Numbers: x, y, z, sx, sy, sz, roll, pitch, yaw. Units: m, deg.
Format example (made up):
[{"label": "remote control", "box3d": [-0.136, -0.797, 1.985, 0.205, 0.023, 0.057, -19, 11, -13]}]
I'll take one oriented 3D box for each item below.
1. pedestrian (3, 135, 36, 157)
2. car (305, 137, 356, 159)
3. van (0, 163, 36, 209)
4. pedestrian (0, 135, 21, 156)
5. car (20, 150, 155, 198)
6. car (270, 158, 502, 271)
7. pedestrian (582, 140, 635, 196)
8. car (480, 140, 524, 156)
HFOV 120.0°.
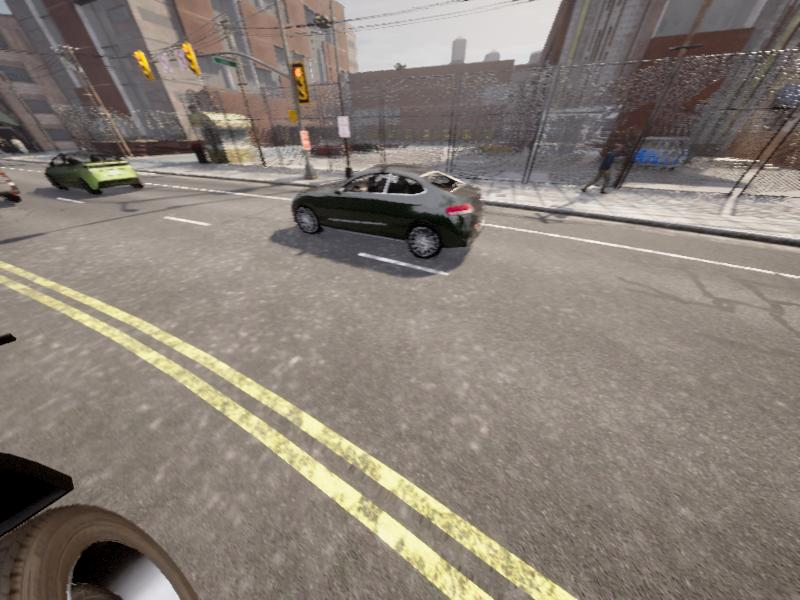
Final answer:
[{"label": "pedestrian", "box3d": [-39.362, -15.934, 23.931, 0.751, 1.860, 0.751, 7, 36, 10]}, {"label": "car", "box3d": [-7.331, -16.176, 24.550, 4.553, 1.767, 2.185, 13, 38, 17]}, {"label": "van", "box3d": [-17.247, -4.864, 8.358, 5.915, 2.561, 1.988, 13, 38, 18]}, {"label": "pedestrian", "box3d": [-43.734, -17.175, 25.640, 0.751, 1.860, 0.751, 13, 38, 17]}, {"label": "car", "box3d": [-14.461, -5.987, 10.791, 4.514, 1.525, 2.007, 13, 38, 18]}, {"label": "car", "box3d": [-0.403, -2.487, 5.894, 5.027, 1.651, 2.152, 17, 39, 22]}, {"label": "pedestrian", "box3d": [8.237, -5.252, 9.248, 0.751, 1.860, 0.751, 13, 38, 17]}, {"label": "car", "box3d": [12.432, -18.662, 28.339, 4.674, 1.452, 2.002, 13, 38, 17]}]
